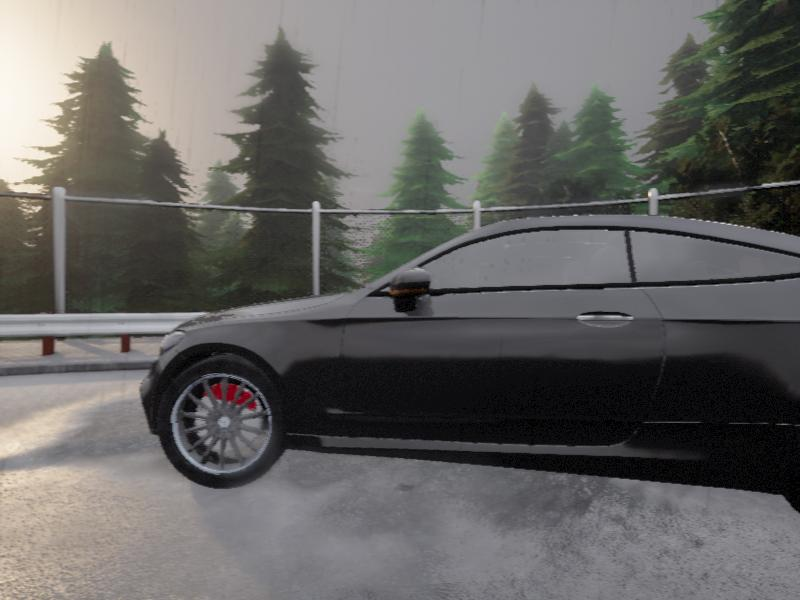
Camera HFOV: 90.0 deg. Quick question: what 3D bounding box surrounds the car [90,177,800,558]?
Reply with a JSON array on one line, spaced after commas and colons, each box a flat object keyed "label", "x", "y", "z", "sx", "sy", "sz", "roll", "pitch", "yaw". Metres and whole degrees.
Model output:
[{"label": "car", "x": 0.778, "y": 0.252, "z": 2.594, "sx": 4.674, "sy": 1.442, "sz": 1.812, "roll": 0, "pitch": 0, "yaw": 12}]
